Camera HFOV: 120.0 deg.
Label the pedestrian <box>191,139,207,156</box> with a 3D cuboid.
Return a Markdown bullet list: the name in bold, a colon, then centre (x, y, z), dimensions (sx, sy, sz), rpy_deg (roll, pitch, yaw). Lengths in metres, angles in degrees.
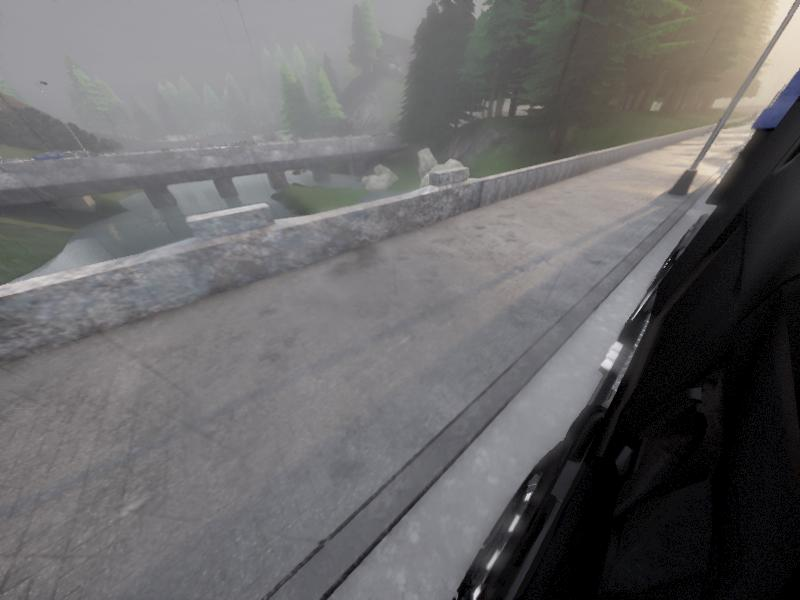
- **pedestrian**: centre (-27.480, -20.899, 31.635), dimensions (0.751, 1.860, 0.751), rpy_deg (-16, 39, -17)

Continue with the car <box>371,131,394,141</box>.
- **car**: centre (-3.851, -36.301, 51.119), dimensions (4.892, 1.490, 1.837), rpy_deg (-26, 43, -28)

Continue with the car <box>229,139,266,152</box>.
- **car**: centre (-25.202, -25.633, 38.292), dimensions (4.514, 1.525, 2.007), rpy_deg (-27, 43, -28)

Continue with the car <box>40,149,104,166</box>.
- **car**: centre (-43.903, -19.275, 31.131), dimensions (4.674, 1.442, 1.812), rpy_deg (-27, 43, -28)

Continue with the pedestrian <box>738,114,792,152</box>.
- **pedestrian**: centre (22.487, -10.285, 14.288), dimensions (0.751, 1.860, 0.751), rpy_deg (-8, 37, -7)

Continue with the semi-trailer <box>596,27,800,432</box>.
- **semi-trailer**: centre (8.800, -3.540, 4.114), dimensions (14.254, 4.402, 2.717), rpy_deg (-27, 43, -28)

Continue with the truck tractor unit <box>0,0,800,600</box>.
- **truck tractor unit**: centre (2.645, -0.295, 0.351), dimensions (6.516, 4.208, 3.053), rpy_deg (-28, 44, -30)

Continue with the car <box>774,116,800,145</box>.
- **car**: centre (30.511, -12.853, 17.429), dimensions (3.988, 1.617, 1.851), rpy_deg (-27, 43, -29)

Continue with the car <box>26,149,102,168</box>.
- **car**: centre (-41.298, -17.579, 28.616), dimensions (5.008, 1.535, 1.882), rpy_deg (-26, 43, -28)

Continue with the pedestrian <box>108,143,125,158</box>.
- **pedestrian**: centre (-44.348, -23.428, 36.142), dimensions (0.751, 1.860, 0.751), rpy_deg (-27, 43, -29)
